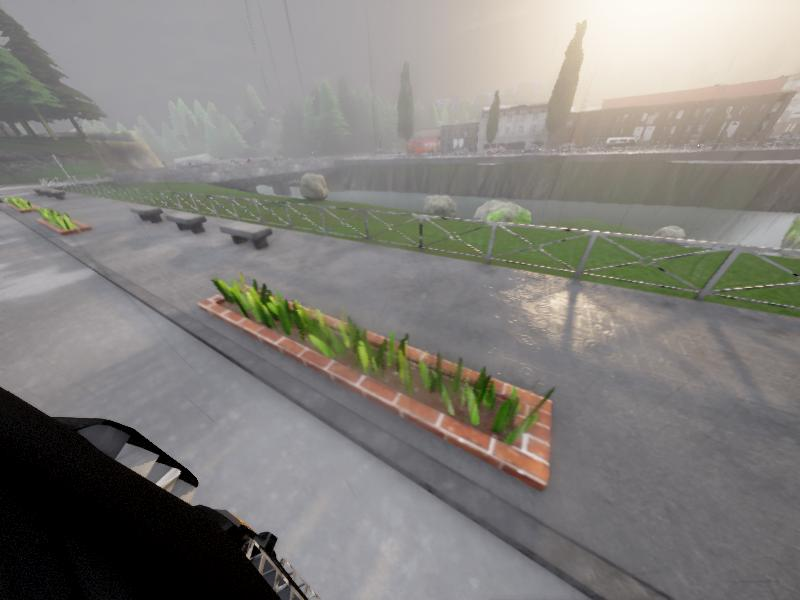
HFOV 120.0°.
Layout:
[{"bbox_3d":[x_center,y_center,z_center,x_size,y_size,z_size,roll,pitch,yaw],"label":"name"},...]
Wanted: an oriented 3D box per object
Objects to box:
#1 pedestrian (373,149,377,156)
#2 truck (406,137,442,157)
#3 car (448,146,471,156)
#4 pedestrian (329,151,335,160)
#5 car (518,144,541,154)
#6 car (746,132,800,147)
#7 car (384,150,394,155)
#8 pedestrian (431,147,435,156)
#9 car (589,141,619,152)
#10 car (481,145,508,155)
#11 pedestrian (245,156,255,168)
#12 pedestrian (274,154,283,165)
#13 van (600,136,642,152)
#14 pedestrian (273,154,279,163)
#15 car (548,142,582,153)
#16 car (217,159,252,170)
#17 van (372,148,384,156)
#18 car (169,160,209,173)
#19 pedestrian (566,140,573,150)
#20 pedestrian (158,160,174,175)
[{"bbox_3d":[-7.931,-47.074,73.771,0.751,1.860,0.751,25,42,35],"label":"pedestrian"},{"bbox_3d":[6.050,-39.011,58.992,8.468,3.827,2.891,16,38,26],"label":"truck"},{"bbox_3d":[14.317,-35.758,55.472,4.856,1.649,2.033,16,38,26],"label":"car"},{"bbox_3d":[-17.713,-37.639,60.256,0.751,1.860,0.751,4,34,11],"label":"pedestrian"},{"bbox_3d":[27.420,-31.977,48.923,3.806,1.475,1.970,16,38,26],"label":"car"},{"bbox_3d":[56.498,-23.794,34.244,5.238,1.638,1.930,16,38,26],"label":"car"},{"bbox_3d":[-4.252,-58.765,91.784,2.007,1.525,4.514,16,38,26],"label":"car"},{"bbox_3d":[7.827,-35.444,55.227,0.751,1.860,0.751,-12,35,-14],"label":"pedestrian"},{"bbox_3d":[38.218,-28.918,43.497,3.806,1.475,1.970,16,38,26],"label":"car"},{"bbox_3d":[21.228,-33.794,51.998,5.027,1.651,2.152,16,38,26],"label":"car"},{"bbox_3d":[-28.180,-26.039,43.501,0.751,1.860,0.751,20,40,31],"label":"pedestrian"},{"bbox_3d":[-24.779,-28.569,47.072,0.751,1.860,0.751,11,36,20],"label":"pedestrian"},{"bbox_3d":[37.796,-26.728,39.706,4.480,2.038,2.069,16,38,26],"label":"van"},{"bbox_3d":[-31.633,-36.030,58.857,0.751,1.860,0.751,-30,42,-35],"label":"pedestrian"},{"bbox_3d":[32.790,-30.526,46.182,5.238,1.638,1.930,16,38,26],"label":"car"},{"bbox_3d":[-32.246,-26.563,45.128,2.038,1.542,4.974,16,38,26],"label":"car"},{"bbox_3d":[-8.067,-55.230,86.198,2.069,2.038,4.480,16,38,26],"label":"van"},{"bbox_3d":[-38.723,-24.615,42.536,2.242,1.667,4.611,16,38,26],"label":"car"},{"bbox_3d":[37.126,-33.954,50.635,0.751,1.860,0.751,16,38,26],"label":"pedestrian"},{"bbox_3d":[-33.950,-19.197,33.573,0.751,1.860,0.751,16,38,26],"label":"pedestrian"}]
